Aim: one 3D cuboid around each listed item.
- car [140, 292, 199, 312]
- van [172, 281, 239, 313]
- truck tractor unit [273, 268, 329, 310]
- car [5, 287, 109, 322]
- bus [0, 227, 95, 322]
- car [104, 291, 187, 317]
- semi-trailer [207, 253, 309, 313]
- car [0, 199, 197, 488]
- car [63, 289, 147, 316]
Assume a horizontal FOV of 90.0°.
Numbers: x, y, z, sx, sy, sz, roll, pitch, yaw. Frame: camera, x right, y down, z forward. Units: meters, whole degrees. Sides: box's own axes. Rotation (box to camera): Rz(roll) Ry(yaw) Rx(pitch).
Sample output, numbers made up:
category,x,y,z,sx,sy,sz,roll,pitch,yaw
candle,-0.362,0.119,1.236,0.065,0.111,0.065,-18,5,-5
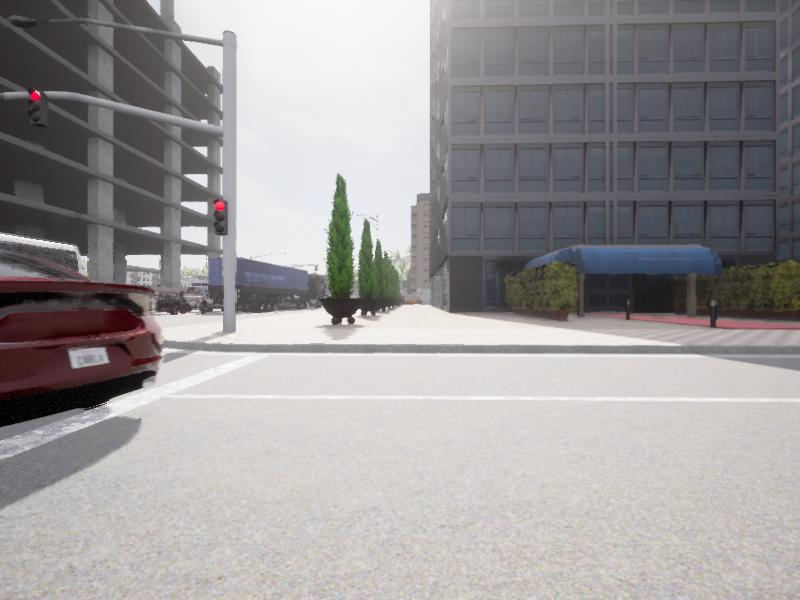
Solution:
category,x,y,z,sx,sy,sz,roll,pitch,yaw
car,-19.453,0.192,34.099,1.801,1.575,5.366,0,0,2
van,-15.973,-0.229,33.451,2.351,2.431,6.366,0,0,2
truck tractor unit,-10.738,-1.103,44.277,3.053,4.208,6.516,0,0,18
car,-16.420,0.206,19.428,1.789,1.549,3.705,0,0,2
bus,-19.840,-1.146,18.158,3.944,4.253,10.273,0,0,2
car,-16.213,0.228,25.851,2.128,1.511,4.902,0,0,2
semi-trailer,-12.062,-1.227,36.491,2.717,4.402,14.254,-1,0,7
car,-4.452,0.220,3.181,5.008,1.535,1.882,0,0,13
car,-19.679,0.146,27.022,2.242,1.667,4.611,0,0,2
